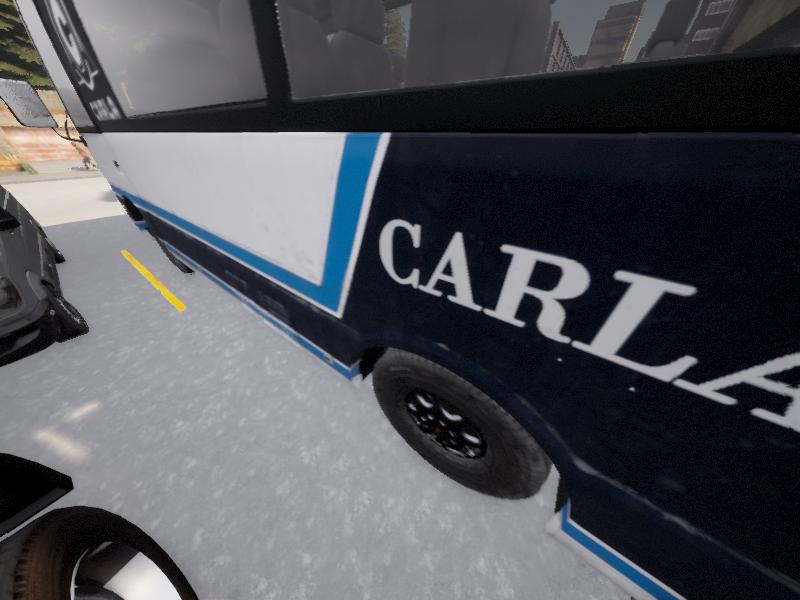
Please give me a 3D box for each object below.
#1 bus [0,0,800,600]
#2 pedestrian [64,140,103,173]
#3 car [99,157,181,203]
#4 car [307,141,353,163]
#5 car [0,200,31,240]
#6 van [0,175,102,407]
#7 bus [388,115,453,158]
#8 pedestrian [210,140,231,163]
[{"bbox_3d":[-0.687,-1.703,2.643,10.273,4.253,3.944,23,41,28],"label":"bus"},{"bbox_3d":[-21.986,-9.958,16.059,0.751,1.860,0.751,22,41,28],"label":"pedestrian"},{"bbox_3d":[-12.057,-5.908,11.093,1.895,1.301,4.718,-24,42,-30],"label":"car"},{"bbox_3d":[-7.781,-16.800,26.083,1.932,1.855,4.605,22,40,27],"label":"car"},{"bbox_3d":[-12.392,-2.488,6.010,3.705,1.549,1.789,15,38,20],"label":"car"},{"bbox_3d":[-6.593,-0.862,2.899,5.915,2.561,1.988,24,41,30],"label":"van"},{"bbox_3d":[3.088,-22.530,32.223,3.944,4.253,10.273,23,40,28],"label":"bus"},{"bbox_3d":[-17.233,-14.272,22.218,0.751,1.860,0.751,21,40,27],"label":"pedestrian"}]
